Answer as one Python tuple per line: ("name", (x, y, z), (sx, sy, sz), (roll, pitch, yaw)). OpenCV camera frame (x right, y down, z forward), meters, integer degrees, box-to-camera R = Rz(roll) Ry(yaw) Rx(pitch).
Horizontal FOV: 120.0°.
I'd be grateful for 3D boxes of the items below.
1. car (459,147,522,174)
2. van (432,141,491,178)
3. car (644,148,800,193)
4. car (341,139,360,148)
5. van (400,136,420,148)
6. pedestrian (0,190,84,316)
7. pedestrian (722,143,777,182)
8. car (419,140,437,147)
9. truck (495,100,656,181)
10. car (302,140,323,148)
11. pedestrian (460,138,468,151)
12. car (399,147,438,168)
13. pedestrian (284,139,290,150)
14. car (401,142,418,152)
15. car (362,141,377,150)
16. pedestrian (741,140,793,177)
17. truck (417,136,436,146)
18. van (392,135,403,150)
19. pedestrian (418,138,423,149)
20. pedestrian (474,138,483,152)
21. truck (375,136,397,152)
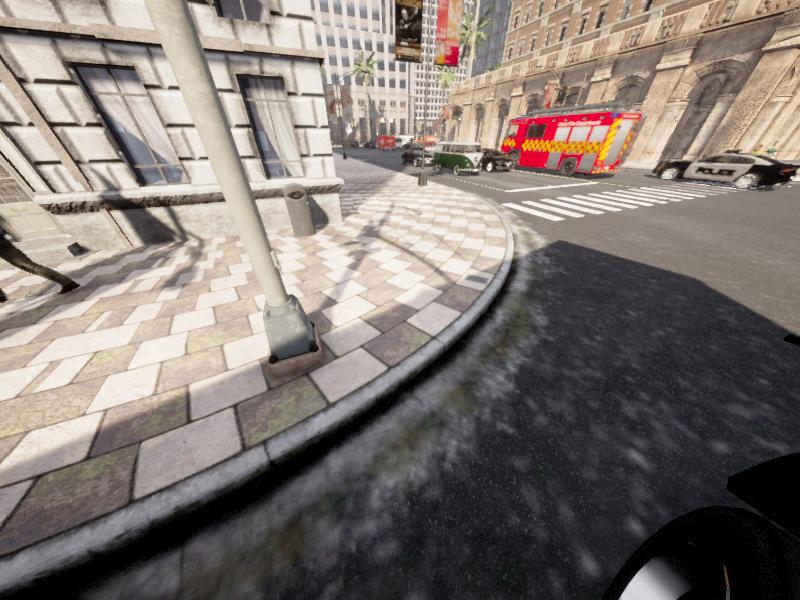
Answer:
("car", (7.130, -11.494, 18.878), (1.837, 1.490, 4.892), (-14, 37, -18))
("van", (4.258, -10.413, 16.937), (1.775, 1.987, 4.442), (-14, 37, -18))
("car", (17.751, -7.399, 12.869), (1.930, 1.638, 5.238), (-14, 38, -18))
("car", (-12.628, -39.743, 58.761), (4.605, 1.855, 1.932), (20, 40, 26))
("van", (2.624, -41.005, 59.838), (1.988, 2.561, 5.915), (27, 43, 33))
("pedestrian", (-5.751, -0.784, 3.144), (0.751, 1.860, 0.751), (-18, 39, -24))
("pedestrian", (20.351, -8.023, 13.507), (0.751, 1.860, 0.751), (-5, 35, -6))
("car", (8.349, -46.956, 69.200), (4.792, 1.488, 2.163), (-13, 37, -18))
("truck", (11.556, -11.581, 16.950), (2.891, 3.827, 8.468), (-14, 37, -18))
("car", (-23.059, -41.438, 61.312), (4.553, 1.767, 2.097), (-2, 35, -3))
("pedestrian", (11.804, -28.700, 42.637), (0.751, 1.860, 0.751), (-13, 37, -17))
("car", (1.623, -13.832, 22.276), (1.812, 1.442, 4.674), (-14, 37, -18))
("pedestrian", (-23.781, -32.707, 48.558), (0.751, 1.860, 0.751), (-13, 37, -17))
("car", (1.800, -29.651, 44.644), (1.845, 1.501, 3.633), (-13, 37, -18))
("car", (-7.141, -36.323, 54.172), (1.851, 1.617, 3.988), (-21, 40, -27))
("pedestrian", (22.492, -8.715, 14.209), (0.751, 1.860, 0.751), (25, 42, 31))
("truck", (8.303, -49.524, 71.985), (5.204, 2.467, 2.627), (-13, 37, -18))
("van", (-0.570, -35.545, 52.148), (1.988, 2.561, 5.915), (-4, 35, -4))
("pedestrian", (4.484, -34.465, 50.867), (0.751, 1.860, 0.751), (-23, 41, -28))
("pedestrian", (13.185, -25.944, 38.718), (0.751, 1.860, 0.751), (-17, 38, -22))
("truck", (-2.842, -31.242, 46.118), (2.627, 2.467, 5.204), (-13, 37, -18))
